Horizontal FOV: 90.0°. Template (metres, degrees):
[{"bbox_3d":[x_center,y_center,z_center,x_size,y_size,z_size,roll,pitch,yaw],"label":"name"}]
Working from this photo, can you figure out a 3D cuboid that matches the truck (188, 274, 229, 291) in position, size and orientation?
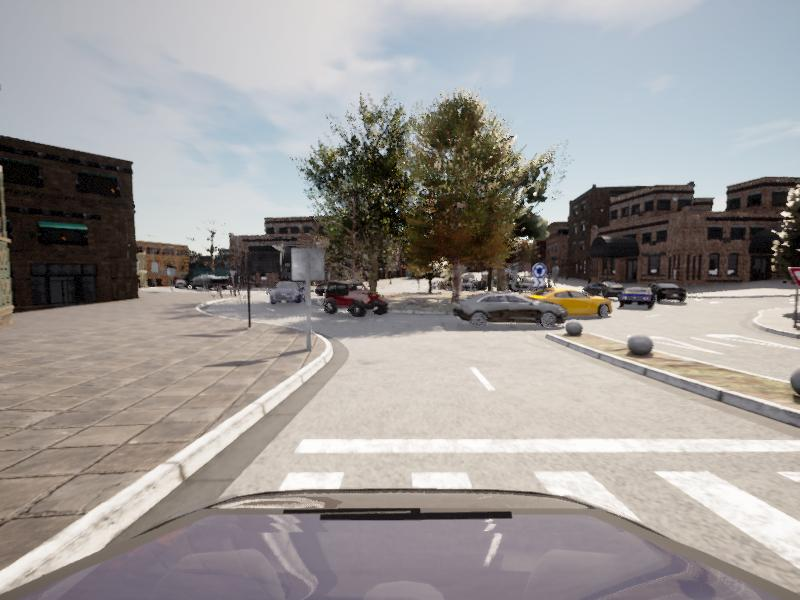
[{"bbox_3d":[-25.581,-2.308,53.290,6.274,2.098,2.390,2,5,38],"label":"truck"}]

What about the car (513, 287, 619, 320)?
[{"bbox_3d":[8.711,0.134,21.111,5.008,1.535,1.882,-1,4,-14],"label":"car"}]

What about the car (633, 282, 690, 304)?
[{"bbox_3d":[20.863,-0.650,32.215,1.882,1.535,5.008,1,4,8],"label":"car"}]

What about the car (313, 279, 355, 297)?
[{"bbox_3d":[-6.713,-1.293,41.071,1.851,1.617,3.988,3,5,40],"label":"car"}]

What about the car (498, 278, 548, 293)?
[{"bbox_3d":[14.223,-1.699,46.469,5.238,1.638,1.930,3,5,40],"label":"car"}]

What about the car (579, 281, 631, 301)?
[{"bbox_3d":[17.809,-0.826,35.070,1.837,1.490,4.892,0,4,-2],"label":"car"}]

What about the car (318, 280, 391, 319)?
[{"bbox_3d":[-2.559,-0.097,21.958,3.866,1.878,1.905,3,5,42],"label":"car"}]

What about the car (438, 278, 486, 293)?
[{"bbox_3d":[7.278,-1.707,46.636,5.238,1.638,1.930,1,4,19],"label":"car"}]

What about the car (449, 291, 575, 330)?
[{"bbox_3d":[4.730,0.396,17.572,4.902,1.511,2.128,0,4,2],"label":"car"}]

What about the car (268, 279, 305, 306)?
[{"bbox_3d":[-8.453,-0.626,30.224,2.097,1.767,4.553,0,4,-8],"label":"car"}]

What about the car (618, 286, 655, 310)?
[{"bbox_3d":[16.396,-0.204,27.607,1.895,1.301,4.718,3,5,34],"label":"car"}]
